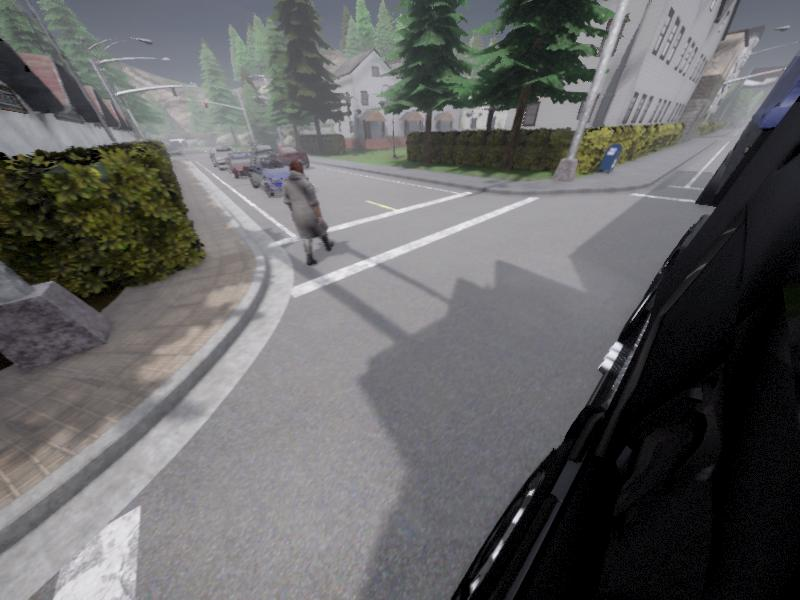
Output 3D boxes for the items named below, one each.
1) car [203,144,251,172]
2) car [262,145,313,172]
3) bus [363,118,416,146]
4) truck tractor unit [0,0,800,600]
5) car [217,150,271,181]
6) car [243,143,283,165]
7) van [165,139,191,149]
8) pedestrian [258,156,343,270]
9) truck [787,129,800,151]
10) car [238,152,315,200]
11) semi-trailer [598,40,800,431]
[{"bbox_3d":[-14.690,-12.076,19.539,2.152,1.651,5.027,-27,43,-31],"label":"car"},{"bbox_3d":[-9.039,-11.412,18.451,1.882,1.535,5.008,-27,43,-30],"label":"car"},{"bbox_3d":[-1.843,-34.309,47.159,10.273,4.253,3.944,-27,43,-30],"label":"bus"},{"bbox_3d":[2.645,-0.295,0.352,6.516,4.208,3.053,-28,44,-30],"label":"truck tractor unit"},{"bbox_3d":[-10.613,-9.207,15.645,1.994,1.385,4.181,-27,43,-30],"label":"car"},{"bbox_3d":[-13.762,-14.658,23.105,1.882,1.535,5.008,-27,43,-30],"label":"car"},{"bbox_3d":[-59.980,-42.126,62.344,4.480,2.038,2.069,3,36,7],"label":"van"},{"bbox_3d":[-1.753,-1.616,4.398,0.751,1.860,0.751,7,37,12],"label":"pedestrian"},{"bbox_3d":[34.938,-14.202,18.060,8.468,3.827,2.891,-27,43,-30],"label":"truck"},{"bbox_3d":[-5.967,-6.051,11.028,1.816,1.474,4.193,-27,43,-30],"label":"car"},{"bbox_3d":[8.686,-3.608,4.249,14.254,4.402,2.717,-28,44,-30],"label":"semi-trailer"}]
